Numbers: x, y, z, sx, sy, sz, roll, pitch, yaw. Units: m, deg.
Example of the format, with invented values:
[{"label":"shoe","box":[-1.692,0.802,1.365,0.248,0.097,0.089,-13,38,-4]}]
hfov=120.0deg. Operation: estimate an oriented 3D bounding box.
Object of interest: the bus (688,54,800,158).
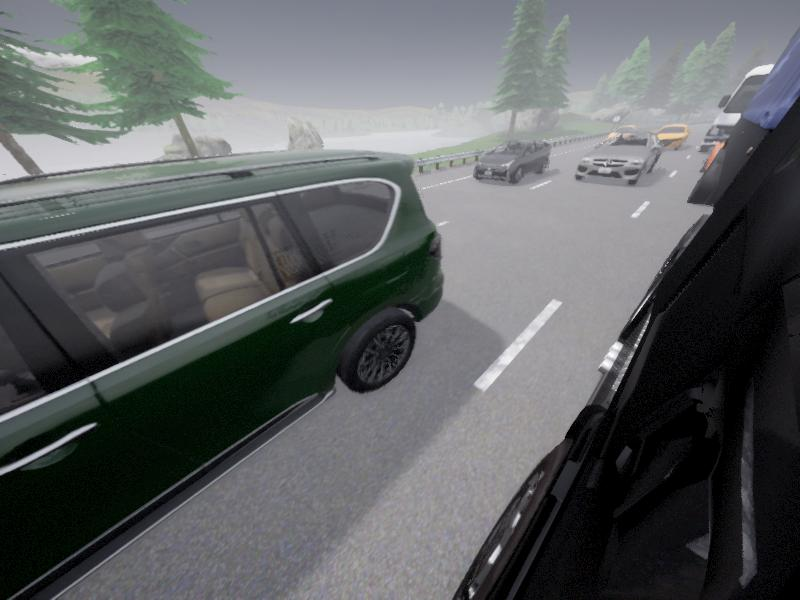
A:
[{"label":"bus","box":[23.596,-12.380,15.072,10.273,4.253,3.944,-30,45,-31]}]

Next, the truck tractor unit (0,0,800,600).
[{"label":"truck tractor unit","box":[2.645,-0.295,0.352,6.516,4.208,3.053,-28,44,-30]}]

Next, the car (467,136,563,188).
[{"label":"car","box":[5.418,-6.597,10.823,4.514,1.525,2.007,-30,45,-31]}]

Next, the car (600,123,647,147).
[{"label":"car","box":[21.142,-15.631,21.790,5.366,1.575,1.801,-30,45,-31]}]

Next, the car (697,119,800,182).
[{"label":"car","box":[15.265,-6.650,10.068,4.553,1.767,2.097,-31,46,-31]}]

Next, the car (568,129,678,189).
[{"label":"car","box":[9.759,-6.296,10.059,5.027,1.651,2.152,-30,44,-31]}]

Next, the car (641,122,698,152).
[{"label":"car","box":[20.785,-12.580,17.784,5.008,1.535,1.882,-30,45,-31]}]

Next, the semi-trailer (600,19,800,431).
[{"label":"semi-trailer","box":[8.587,-3.686,4.324,14.254,4.402,2.717,-29,44,-31]}]

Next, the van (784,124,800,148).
[{"label":"van","box":[28.584,-11.566,15.551,4.442,1.987,1.775,-30,44,-31]}]

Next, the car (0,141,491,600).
[{"label":"car","box":[-1.999,0.265,1.724,5.566,2.045,2.150,-30,45,-31]}]

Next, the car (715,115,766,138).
[{"label":"car","box":[34.520,-17.588,23.452,4.611,1.667,2.242,-29,44,-30]}]
